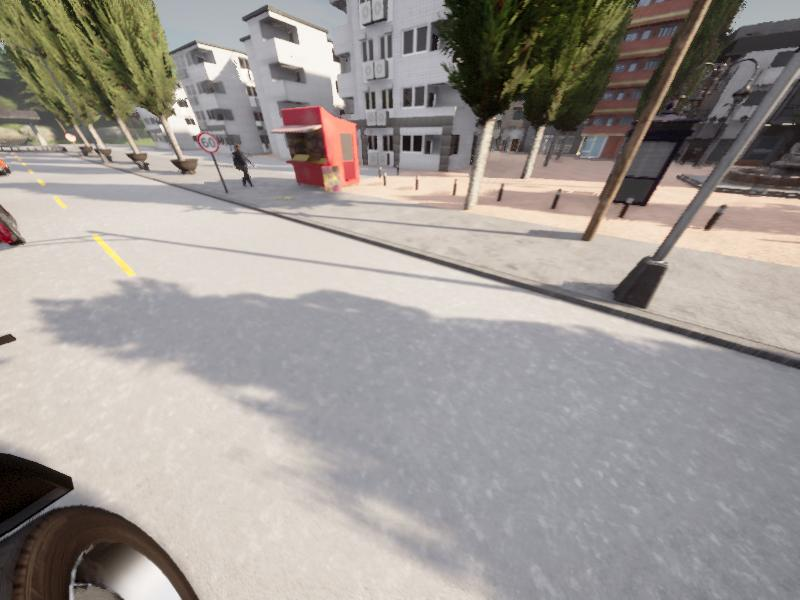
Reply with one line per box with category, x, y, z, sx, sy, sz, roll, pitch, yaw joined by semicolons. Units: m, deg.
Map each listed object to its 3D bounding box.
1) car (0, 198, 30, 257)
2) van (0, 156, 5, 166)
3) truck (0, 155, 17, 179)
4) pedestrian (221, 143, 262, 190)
car;-11.045;-1.953;5.376;4.181;1.385;1.994;22;41;28
van;-37.996;-13.513;20.475;5.915;2.561;1.988;22;41;28
truck;-27.211;-9.037;14.309;5.204;2.467;2.627;22;41;28
pedestrian;-7.527;-6.398;11.059;0.751;1.860;0.751;14;38;19
